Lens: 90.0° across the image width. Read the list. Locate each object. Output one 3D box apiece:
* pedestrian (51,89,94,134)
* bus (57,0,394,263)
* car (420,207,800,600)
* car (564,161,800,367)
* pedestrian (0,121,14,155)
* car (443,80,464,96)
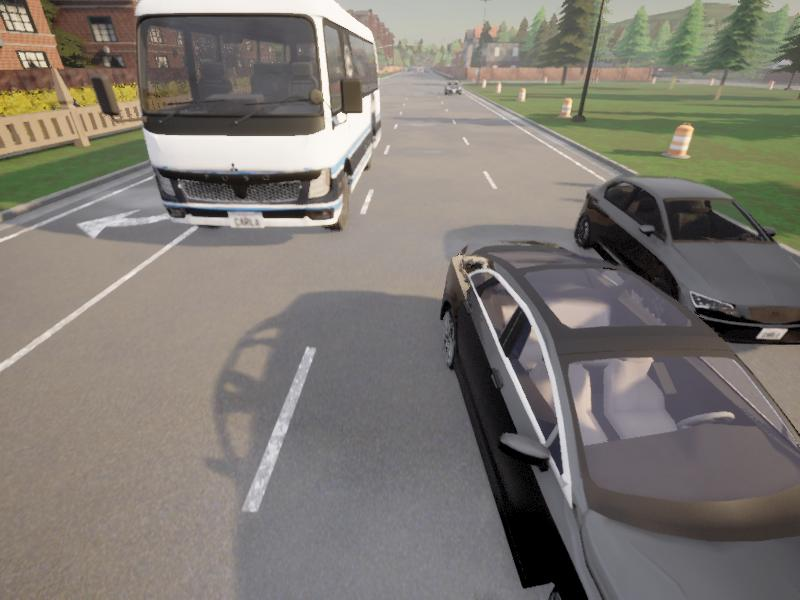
[{"bbox_3d":[-15.561,-8.966,19.053,0.751,1.860,0.751,1,30,1],"label":"pedestrian"},{"bbox_3d":[-2.404,-5.139,10.536,3.944,4.253,10.273,1,30,2],"label":"bus"},{"bbox_3d":[1.573,0.771,3.180,2.128,1.511,4.902,-1,31,-5],"label":"car"},{"bbox_3d":[4.234,-0.927,6.110,1.816,1.474,4.193,1,30,2],"label":"car"},{"bbox_3d":[-15.101,-6.282,14.479,0.751,1.860,0.751,1,30,2],"label":"pedestrian"},{"bbox_3d":[6.178,-24.676,46.598,1.970,1.475,3.806,1,30,2],"label":"car"}]
